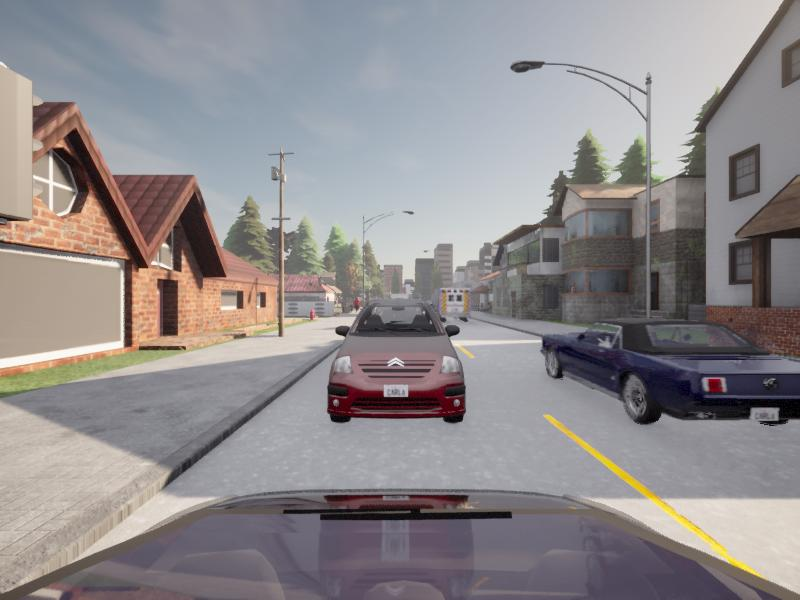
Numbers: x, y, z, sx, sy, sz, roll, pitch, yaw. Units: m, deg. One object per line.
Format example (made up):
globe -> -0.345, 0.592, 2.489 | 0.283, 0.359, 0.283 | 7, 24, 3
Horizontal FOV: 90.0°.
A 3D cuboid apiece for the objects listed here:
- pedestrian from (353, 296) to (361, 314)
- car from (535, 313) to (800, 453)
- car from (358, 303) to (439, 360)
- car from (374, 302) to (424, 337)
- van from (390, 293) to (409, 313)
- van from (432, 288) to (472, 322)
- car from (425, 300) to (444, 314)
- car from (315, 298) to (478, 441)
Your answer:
pedestrian -> -4.643, 0.533, 42.960 | 0.751, 1.860, 0.751 | 0, 0, 2
car -> 3.942, 0.944, 6.533 | 1.895, 1.301, 4.718 | 0, 0, 0
car -> -0.035, 0.851, 13.090 | 2.163, 1.488, 4.792 | 0, 0, 0
car -> -0.034, 0.851, 19.556 | 2.163, 1.488, 4.792 | 0, 0, 0
van -> -0.024, 0.378, 53.476 | 2.351, 2.431, 6.366 | 0, 0, 0
van -> 3.972, 0.378, 31.631 | 2.351, 2.431, 6.366 | 0, 0, 0
car -> 3.974, 0.823, 46.982 | 1.882, 1.535, 5.008 | 0, 0, 0
car -> -0.037, 0.788, 6.527 | 1.851, 1.617, 3.988 | 0, 0, 0
